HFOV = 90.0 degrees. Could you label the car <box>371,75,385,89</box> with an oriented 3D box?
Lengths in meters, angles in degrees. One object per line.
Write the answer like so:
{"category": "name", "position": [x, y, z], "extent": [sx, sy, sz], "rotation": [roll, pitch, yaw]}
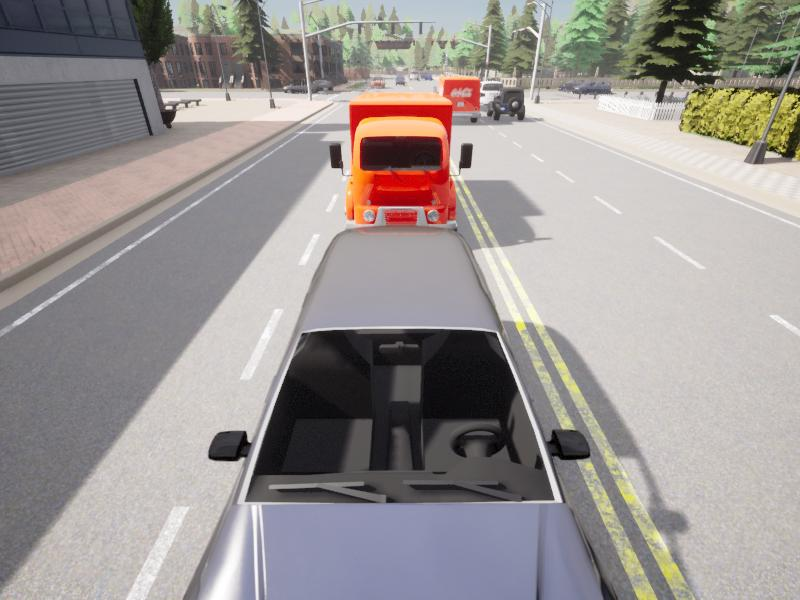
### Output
{"category": "car", "position": [-3.458, -34.789, 63.830], "extent": [2.097, 1.767, 4.553], "rotation": [0, 30, 0]}

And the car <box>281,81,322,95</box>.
{"category": "car", "position": [-12.288, -26.555, 50.058], "extent": [4.514, 1.525, 2.007], "rotation": [0, 30, 0]}

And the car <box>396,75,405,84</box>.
{"category": "car", "position": [0.053, -46.524, 84.178], "extent": [1.882, 1.535, 5.008], "rotation": [0, 30, 0]}

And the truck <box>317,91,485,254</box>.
{"category": "truck", "position": [0.009, -3.249, 9.134], "extent": [2.627, 2.467, 5.204], "rotation": [0, 30, 0]}

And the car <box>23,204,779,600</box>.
{"category": "car", "position": [-0.005, 0.769, 3.058], "extent": [2.242, 1.667, 4.611], "rotation": [0, 30, 0]}

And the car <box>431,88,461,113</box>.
{"category": "car", "position": [3.526, -15.619, 31.252], "extent": [1.845, 1.501, 3.633], "rotation": [0, 30, 0]}

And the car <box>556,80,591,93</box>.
{"category": "car", "position": [22.792, -28.134, 52.650], "extent": [3.633, 1.501, 1.845], "rotation": [0, 30, 0]}

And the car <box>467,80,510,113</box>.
{"category": "car", "position": [7.023, -16.593, 32.410], "extent": [2.150, 2.045, 5.566], "rotation": [0, 30, 0]}

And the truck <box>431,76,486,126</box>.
{"category": "truck", "position": [3.525, -12.742, 25.393], "extent": [2.627, 2.467, 5.204], "rotation": [0, 30, 0]}

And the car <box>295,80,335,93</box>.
{"category": "car", "position": [-11.208, -28.334, 53.082], "extent": [4.792, 1.488, 2.163], "rotation": [0, 30, 0]}

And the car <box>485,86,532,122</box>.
{"category": "car", "position": [7.022, -12.957, 26.336], "extent": [1.905, 1.878, 3.866], "rotation": [0, 30, 0]}

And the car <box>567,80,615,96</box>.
{"category": "car", "position": [23.670, -26.354, 49.634], "extent": [4.611, 1.667, 2.242], "rotation": [0, 30, 0]}
